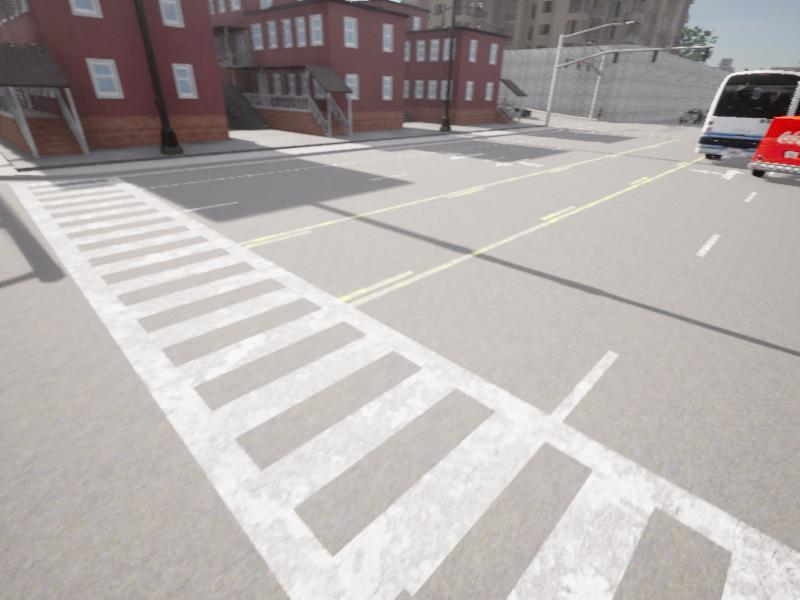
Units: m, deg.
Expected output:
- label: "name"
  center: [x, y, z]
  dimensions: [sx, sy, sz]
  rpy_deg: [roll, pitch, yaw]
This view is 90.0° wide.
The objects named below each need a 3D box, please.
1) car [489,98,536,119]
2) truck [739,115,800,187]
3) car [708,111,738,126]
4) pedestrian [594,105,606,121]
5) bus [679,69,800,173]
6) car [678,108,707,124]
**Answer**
- label: "car"
  center: [14.134, -24.224, 50.610]
  dimensions: [5.238, 1.638, 1.930]
  rpy_deg: [30, 39, 34]
- label: "truck"
  center: [17.488, -6.460, 17.078]
  dimensions: [5.204, 2.467, 2.627]
  rpy_deg: [-17, 33, -32]
- label: "car"
  center: [42.524, -23.890, 52.608]
  dimensions: [2.033, 1.649, 4.856]
  rpy_deg: [25, 36, 38]
- label: "pedestrian"
  center: [26.163, -24.456, 52.432]
  dimensions: [0.751, 1.860, 0.751]
  rpy_deg: [-17, 33, -32]
- label: "bus"
  center: [19.897, -10.163, 22.374]
  dimensions: [3.944, 4.253, 10.273]
  rpy_deg: [25, 36, 38]
- label: "car"
  center: [39.886, -25.116, 54.568]
  dimensions: [1.932, 1.855, 4.605]
  rpy_deg: [25, 36, 38]
